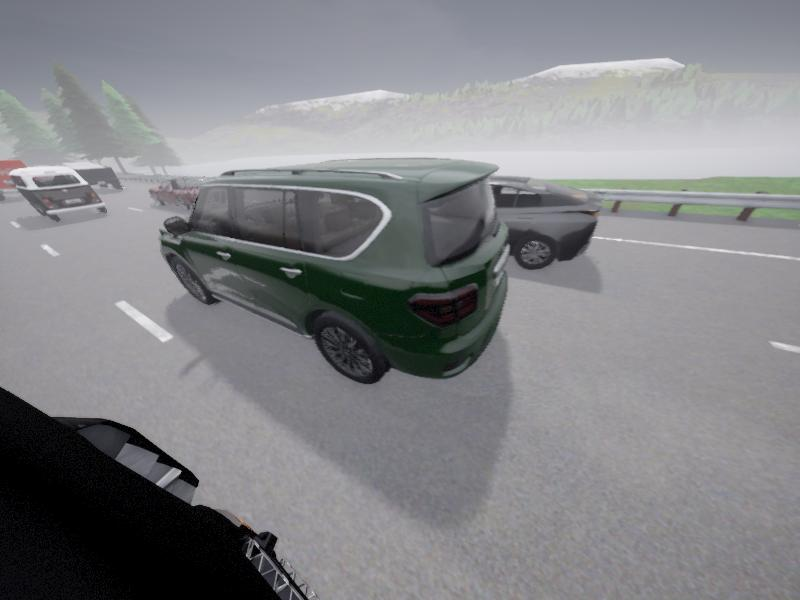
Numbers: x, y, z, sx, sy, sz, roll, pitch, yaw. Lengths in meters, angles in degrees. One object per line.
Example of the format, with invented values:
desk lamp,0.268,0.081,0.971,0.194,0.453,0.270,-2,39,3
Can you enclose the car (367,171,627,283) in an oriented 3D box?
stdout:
car,1.753,-1.994,5.338,4.514,1.525,2.007,16,38,26

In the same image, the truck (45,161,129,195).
truck,-25.822,-10.145,19.051,6.274,2.098,2.390,16,38,26

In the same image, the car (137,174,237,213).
car,-10.803,-5.506,11.725,4.718,1.301,1.895,16,38,26

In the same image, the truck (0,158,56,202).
truck,-29.896,-9.211,17.634,5.204,2.467,2.627,16,38,26

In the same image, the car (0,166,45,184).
car,-50.078,-16.535,30.593,4.605,1.855,1.932,12,37,23

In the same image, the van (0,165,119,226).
van,-15.972,-5.032,10.762,4.480,2.038,2.069,16,39,26

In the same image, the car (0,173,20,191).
car,-41.717,-12.121,23.773,4.193,1.474,1.816,15,38,25

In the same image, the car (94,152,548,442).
car,-1.370,-0.843,3.411,5.566,2.045,2.150,16,38,26

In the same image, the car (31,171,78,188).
car,-37.714,-13.204,25.227,4.718,1.301,1.895,16,38,25
